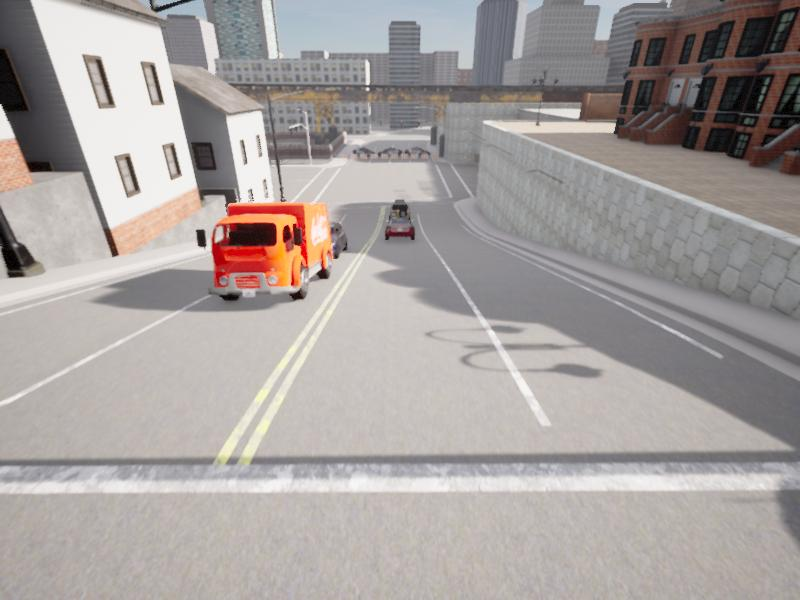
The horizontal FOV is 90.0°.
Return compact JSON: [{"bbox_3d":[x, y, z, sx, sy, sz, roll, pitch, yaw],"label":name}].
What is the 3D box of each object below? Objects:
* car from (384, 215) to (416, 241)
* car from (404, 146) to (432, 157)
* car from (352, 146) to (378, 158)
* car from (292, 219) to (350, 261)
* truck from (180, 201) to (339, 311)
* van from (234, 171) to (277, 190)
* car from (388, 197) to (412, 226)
[{"bbox_3d":[-0.004,-4.920,26.880,1.994,1.385,4.181,0,15,0],"label":"car"},{"bbox_3d":[3.382,-28.095,75.632,4.974,1.542,2.038,14,31,25],"label":"car"},{"bbox_3d":[-6.599,-27.762,74.990,4.974,1.542,2.038,24,36,38],"label":"car"},{"bbox_3d":[-3.509,-2.877,18.568,1.816,1.474,4.193,0,14,0],"label":"car"},{"bbox_3d":[-3.548,-1.584,11.673,2.627,2.467,5.204,-1,14,0],"label":"truck"},{"bbox_3d":[-17.989,-14.912,50.012,4.442,1.987,1.775,0,28,0],"label":"van"},{"bbox_3d":[-0.001,-7.987,35.624,1.932,1.855,4.605,0,21,0],"label":"car"}]
